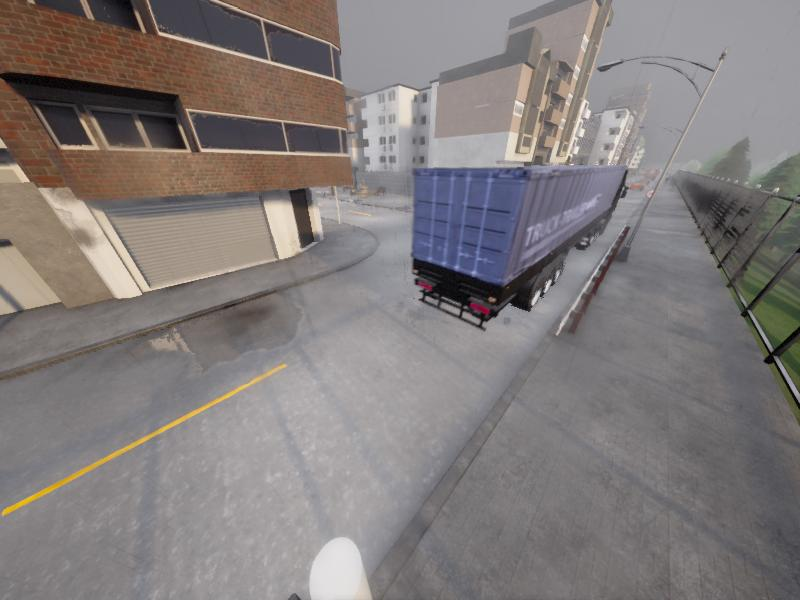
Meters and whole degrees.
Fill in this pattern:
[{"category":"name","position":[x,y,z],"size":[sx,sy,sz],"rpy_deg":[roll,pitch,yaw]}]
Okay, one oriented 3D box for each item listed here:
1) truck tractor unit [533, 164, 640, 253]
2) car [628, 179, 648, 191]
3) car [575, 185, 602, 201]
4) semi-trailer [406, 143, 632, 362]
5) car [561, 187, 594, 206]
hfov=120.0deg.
[{"category":"truck tractor unit","position":[11.774,-6.114,14.570],"size":[3.053,4.208,6.516],"rpy_deg":[26,39,38]},{"category":"car","position":[48.363,-23.343,46.850],"size":[2.097,1.767,4.553],"rpy_deg":[27,39,38]},{"category":"car","position":[27.818,-15.809,34.016],"size":[5.366,1.575,1.801],"rpy_deg":[-27,39,-38]},{"category":"semi-trailer","position":[6.177,-3.396,9.674],"size":[14.254,4.402,2.717],"rpy_deg":[-27,39,-38]},{"category":"car","position":[22.786,-13.386,29.605],"size":[4.553,1.767,2.097],"rpy_deg":[-27,39,-38]}]
